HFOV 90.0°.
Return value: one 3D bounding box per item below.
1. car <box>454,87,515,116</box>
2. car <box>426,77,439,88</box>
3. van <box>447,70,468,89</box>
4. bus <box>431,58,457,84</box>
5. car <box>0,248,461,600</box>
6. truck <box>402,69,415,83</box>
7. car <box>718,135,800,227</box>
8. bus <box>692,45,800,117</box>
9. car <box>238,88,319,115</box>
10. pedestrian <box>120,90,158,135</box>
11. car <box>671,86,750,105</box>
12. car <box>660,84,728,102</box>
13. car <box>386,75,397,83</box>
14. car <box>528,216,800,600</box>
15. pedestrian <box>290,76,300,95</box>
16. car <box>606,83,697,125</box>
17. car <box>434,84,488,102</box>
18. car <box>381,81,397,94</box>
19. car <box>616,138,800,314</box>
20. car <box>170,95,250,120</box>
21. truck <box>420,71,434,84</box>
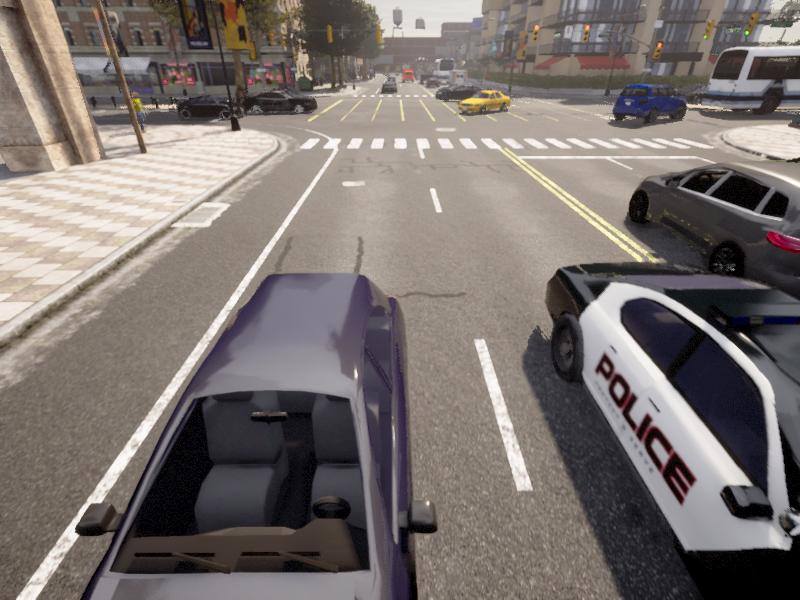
[{"bbox_3d":[6.326,-14.827,29.793,1.801,1.575,5.366,24,38,34],"label":"car"},{"bbox_3d":[5.447,-36.571,67.112,1.812,1.442,4.674,0,30,-1],"label":"car"},{"bbox_3d":[8.999,-34.754,63.023,2.351,2.431,6.366,0,30,-1],"label":"van"},{"bbox_3d":[8.646,-45.890,80.262,3.944,4.253,10.273,0,30,-1],"label":"bus"},{"bbox_3d":[-0.732,1.054,2.701,1.845,1.501,3.633,0,30,0],"label":"car"},{"bbox_3d":[1.737,-46.454,82.999,2.627,2.467,5.204,0,30,-1],"label":"truck"},{"bbox_3d":[9.702,-2.389,8.573,2.007,1.525,4.514,0,30,0],"label":"car"},{"bbox_3d":[28.351,-15.927,29.037,10.273,4.253,3.944,-1,30,0],"label":"bus"},{"bbox_3d":[-8.824,-14.641,29.418,5.238,1.638,1.930,0,30,0],"label":"car"},{"bbox_3d":[-12.523,-9.033,19.263,0.751,1.860,0.751,10,32,16],"label":"pedestrian"},{"bbox_3d":[28.262,-18.676,36.554,5.357,1.411,2.033,0,30,0],"label":"car"},{"bbox_3d":[28.977,-20.484,39.559,4.792,1.488,2.163,0,30,0],"label":"car"},{"bbox_3d":[-1.771,-46.366,83.869,2.128,1.511,4.902,0,30,-1],"label":"car"},{"bbox_3d":[2.768,0.946,2.871,2.038,1.542,4.974,0,30,0],"label":"car"},{"bbox_3d":[-12.119,-24.712,46.077,0.751,1.860,0.751,0,30,0],"label":"pedestrian"},{"bbox_3d":[15.853,-12.401,25.178,5.566,2.045,2.150,-19,34,-29],"label":"car"},{"bbox_3d":[5.965,-20.429,39.440,4.902,1.511,2.128,0,30,0],"label":"car"},{"bbox_3d":[-1.347,-27.251,51.229,1.994,1.385,4.181,0,30,-1],"label":"car"},{"bbox_3d":[6.203,-1.670,7.203,2.242,1.667,4.611,2,30,3],"label":"car"},{"bbox_3d":[-12.449,-12.746,26.450,4.181,1.385,1.994,0,30,0],"label":"car"},{"bbox_3d":[5.288,-44.007,79.179,2.390,2.098,6.274,0,30,-1],"label":"truck"}]
